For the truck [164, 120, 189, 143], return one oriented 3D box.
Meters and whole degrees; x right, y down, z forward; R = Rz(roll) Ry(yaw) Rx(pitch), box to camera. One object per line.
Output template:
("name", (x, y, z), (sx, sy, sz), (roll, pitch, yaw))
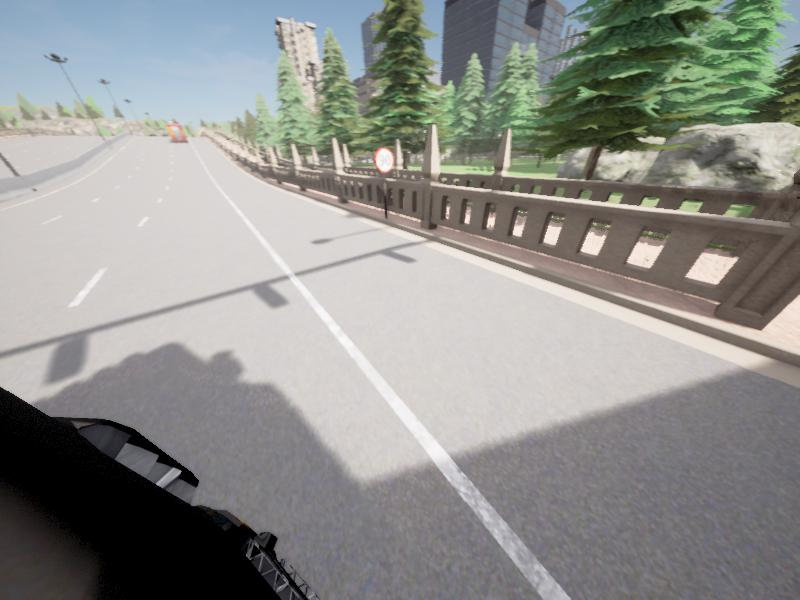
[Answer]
("truck", (-53.241, -40.179, 55.079), (2.891, 3.827, 8.468), (-23, 45, -30))
